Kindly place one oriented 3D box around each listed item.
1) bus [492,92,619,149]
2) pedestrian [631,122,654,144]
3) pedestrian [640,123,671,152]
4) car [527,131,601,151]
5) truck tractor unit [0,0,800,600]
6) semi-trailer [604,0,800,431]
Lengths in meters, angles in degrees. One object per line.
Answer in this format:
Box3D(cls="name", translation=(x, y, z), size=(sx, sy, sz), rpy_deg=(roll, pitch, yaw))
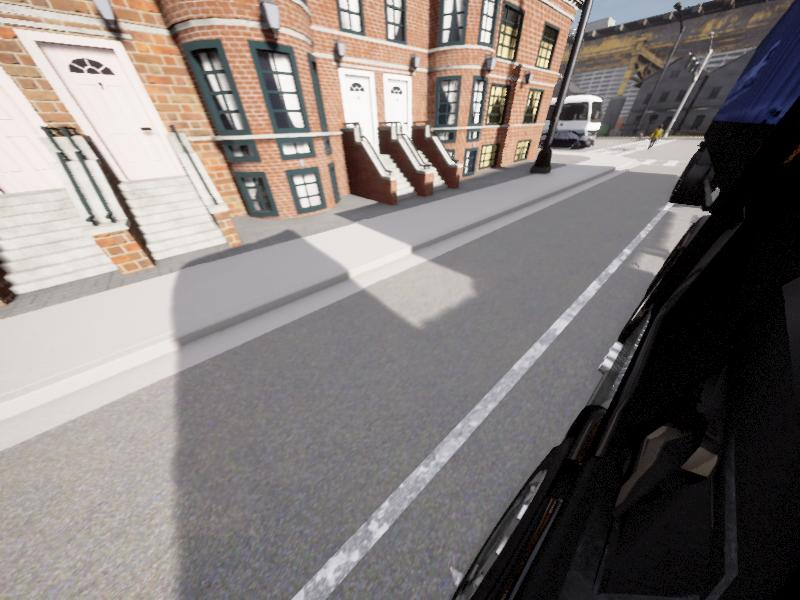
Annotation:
Box3D(cls="bus", translation=(16.379, -19.728, 25.759), size=(3.944, 4.253, 10.273), rpy_deg=(-28, 44, -30))
Box3D(cls="pedestrian", translation=(26.275, -18.113, 25.045), size=(0.751, 1.860, 0.751), rpy_deg=(-6, 37, -5))
Box3D(cls="pedestrian", translation=(20.020, -12.745, 18.137), size=(0.751, 1.860, 0.751), rpy_deg=(14, 39, 20))
Box3D(cls="car", translation=(15.843, -15.615, 22.653), size=(2.033, 1.411, 5.357), rpy_deg=(-28, 44, -30))
Box3D(cls="truck tractor unit", translation=(2.645, -0.295, 0.351), size=(6.516, 4.208, 3.053), rpy_deg=(-28, 44, -30))
Box3D(cls="semi-trailer", translation=(8.395, -3.772, 4.538), size=(14.254, 4.402, 2.717), rpy_deg=(-31, 46, -33))
